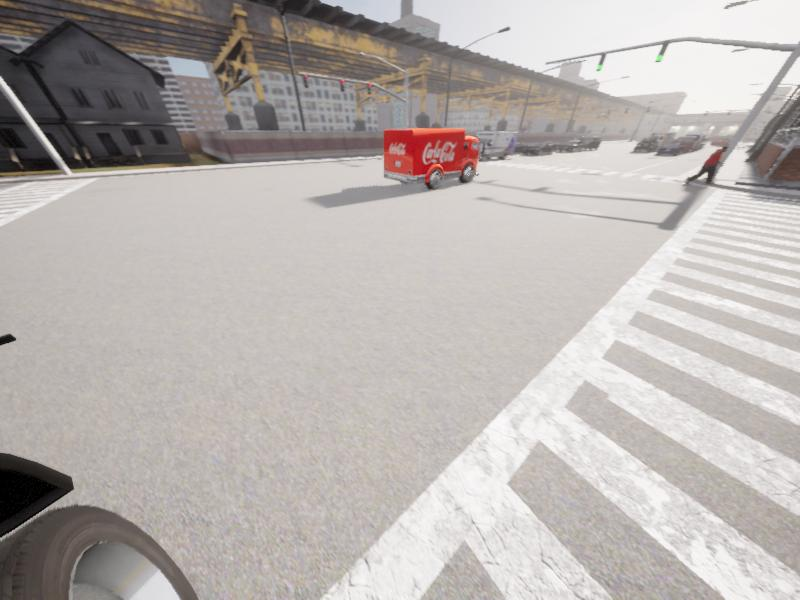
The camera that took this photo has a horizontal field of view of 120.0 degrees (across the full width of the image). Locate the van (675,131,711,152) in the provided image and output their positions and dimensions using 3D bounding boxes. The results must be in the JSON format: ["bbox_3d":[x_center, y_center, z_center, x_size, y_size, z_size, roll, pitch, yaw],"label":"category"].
[{"bbox_3d":[45.987,-24.866,36.240,5.915,2.561,1.988,-24,42,-30],"label":"van"}]

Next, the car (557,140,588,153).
[{"bbox_3d":[25.868,-23.042,34.651,4.892,1.490,1.837,-24,42,-30],"label":"car"}]

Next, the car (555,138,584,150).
[{"bbox_3d":[30.008,-27.576,40.812,4.611,1.667,2.242,-24,42,-30],"label":"car"}]

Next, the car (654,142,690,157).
[{"bbox_3d":[34.805,-19.309,29.522,4.181,1.385,1.994,-24,42,-29],"label":"car"}]

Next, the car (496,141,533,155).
[{"bbox_3d":[15.882,-21.050,31.984,5.357,1.411,2.033,-24,42,-30],"label":"car"}]

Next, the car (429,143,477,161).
[{"bbox_3d":[5.894,-16.515,25.683,5.357,1.411,2.033,-24,42,-30],"label":"car"}]

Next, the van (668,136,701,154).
[{"bbox_3d":[40.591,-22.191,32.991,4.442,1.987,1.775,-24,42,-30],"label":"van"}]

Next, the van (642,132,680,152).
[{"bbox_3d":[42.875,-25.981,37.900,6.366,2.431,2.351,-24,42,-30],"label":"van"}]

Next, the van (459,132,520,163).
[{"bbox_3d":[9.273,-15.791,23.776,6.366,2.431,2.351,-26,43,-31],"label":"van"}]

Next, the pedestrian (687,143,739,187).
[{"bbox_3d":[15.864,-6.877,11.764,0.751,1.860,0.751,-26,43,-31],"label":"pedestrian"}]

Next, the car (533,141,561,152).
[{"bbox_3d":[23.407,-24.456,36.737,4.181,1.385,1.994,-25,42,-30],"label":"car"}]

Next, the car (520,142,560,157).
[{"bbox_3d":[18.073,-19.463,29.763,5.357,1.411,2.033,-25,42,-30],"label":"car"}]

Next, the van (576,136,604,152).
[{"bbox_3d":[31.164,-25.649,37.845,4.442,1.987,1.775,-25,42,-30],"label":"van"}]

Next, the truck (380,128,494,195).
[{"bbox_3d":[1.913,-7.394,12.046,5.204,2.467,2.627,-25,42,-30],"label":"truck"}]

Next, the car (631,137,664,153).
[{"bbox_3d":[36.579,-22.899,34.089,4.605,1.855,1.932,-24,42,-30],"label":"car"}]
